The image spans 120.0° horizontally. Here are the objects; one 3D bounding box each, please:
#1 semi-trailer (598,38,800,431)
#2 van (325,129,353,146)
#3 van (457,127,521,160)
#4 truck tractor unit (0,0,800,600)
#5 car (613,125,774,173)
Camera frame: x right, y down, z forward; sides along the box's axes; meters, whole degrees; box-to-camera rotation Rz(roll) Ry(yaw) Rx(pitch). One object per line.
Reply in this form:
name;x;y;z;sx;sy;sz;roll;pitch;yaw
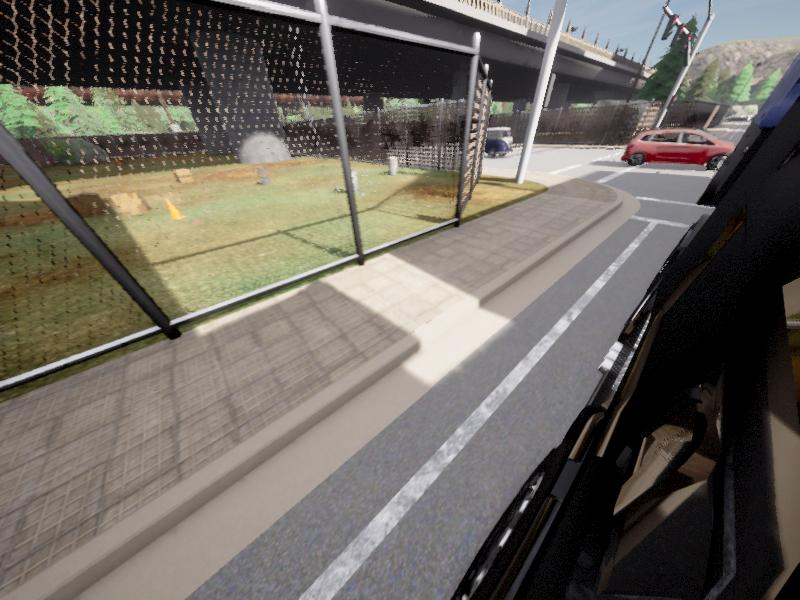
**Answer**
semi-trailer;8.702;-3.586;4.246;14.254;4.402;2.717;-28;43;-30
van;-12.273;-32.706;46.516;2.351;2.431;6.366;-28;44;-30
van;7.101;-12.919;19.007;1.775;1.987;4.442;-28;43;-30
truck tractor unit;2.645;-0.295;0.352;6.516;4.208;3.053;-28;44;-30
car;14.516;-7.788;11.844;2.242;1.667;4.611;-28;43;-30
